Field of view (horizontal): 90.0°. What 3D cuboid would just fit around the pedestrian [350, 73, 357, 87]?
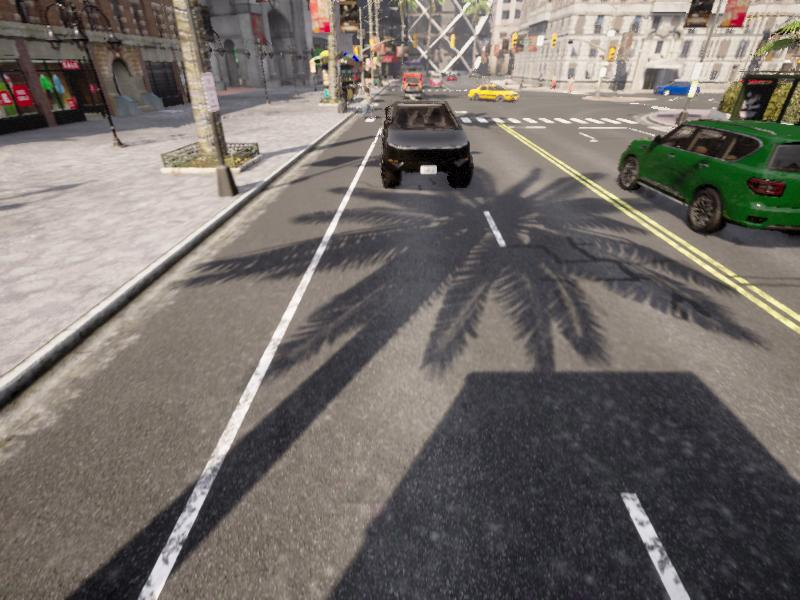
[{"bbox_3d":[-6.909,-32.707,59.516,0.751,1.860,0.751,-25,39,-36],"label":"pedestrian"}]

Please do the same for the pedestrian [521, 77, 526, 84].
[{"bbox_3d":[22.391,-39.854,72.633,0.500,1.100,0.500,1,30,1],"label":"pedestrian"}]

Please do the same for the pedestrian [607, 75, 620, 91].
[{"bbox_3d":[28.148,-28.612,52.750,0.751,1.860,0.751,-5,31,-8],"label":"pedestrian"}]

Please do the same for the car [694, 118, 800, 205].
[{"bbox_3d":[10.896,-4.113,11.470,1.851,1.617,3.988,1,30,1],"label":"car"}]

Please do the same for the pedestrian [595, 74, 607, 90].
[{"bbox_3d":[27.708,-30.005,55.121,0.751,1.860,0.751,0,30,-1],"label":"pedestrian"}]

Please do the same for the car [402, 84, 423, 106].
[{"bbox_3d":[1.157,-18.628,36.211,1.789,1.549,3.705,1,30,1],"label":"car"}]

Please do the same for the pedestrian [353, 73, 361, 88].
[{"bbox_3d":[-6.330,-32.410,59.012,0.751,1.860,0.751,-26,39,-37],"label":"pedestrian"}]

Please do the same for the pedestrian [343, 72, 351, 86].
[{"bbox_3d":[-8.591,-35.854,64.873,0.751,1.860,0.751,25,38,35],"label":"pedestrian"}]

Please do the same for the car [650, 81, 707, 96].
[{"bbox_3d":[32.876,-25.057,47.385,5.008,1.535,1.882,1,30,1],"label":"car"}]

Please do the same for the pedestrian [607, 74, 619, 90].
[{"bbox_3d":[29.784,-30.490,55.961,0.751,1.860,0.751,1,30,1],"label":"pedestrian"}]

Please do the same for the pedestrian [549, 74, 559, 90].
[{"bbox_3d":[21.414,-30.346,55.664,0.751,1.860,0.751,-4,31,-7],"label":"pedestrian"}]

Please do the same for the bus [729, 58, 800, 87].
[{"bbox_3d":[67.208,-42.122,74.011,3.944,4.253,10.273,1,30,1],"label":"bus"}]

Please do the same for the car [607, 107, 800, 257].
[{"bbox_3d":[7.324,-3.080,9.251,2.150,2.045,5.566,1,30,1],"label":"car"}]

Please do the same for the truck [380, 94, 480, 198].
[{"bbox_3d":[0.596,-5.239,12.840,2.390,2.098,6.274,-2,30,-2],"label":"truck"}]

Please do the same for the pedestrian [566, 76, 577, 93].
[{"bbox_3d":[22.104,-27.832,51.682,0.751,1.860,0.751,-1,30,-1],"label":"pedestrian"}]

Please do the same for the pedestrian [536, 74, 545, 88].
[{"bbox_3d":[21.173,-33.034,60.247,0.751,1.860,0.751,-1,30,-2],"label":"pedestrian"}]

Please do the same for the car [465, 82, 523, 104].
[{"bbox_3d":[9.009,-20.089,38.725,1.801,1.575,5.366,-23,37,-34],"label":"car"}]

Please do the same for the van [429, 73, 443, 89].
[{"bbox_3d":[5.421,-32.840,60.042,1.775,1.987,4.442,1,30,1],"label":"van"}]

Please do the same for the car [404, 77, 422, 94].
[{"bbox_3d":[1.585,-26.694,49.728,2.097,1.767,4.553,1,30,1],"label":"car"}]

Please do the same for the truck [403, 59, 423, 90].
[{"bbox_3d":[1.960,-34.572,61.156,2.891,3.827,8.468,1,30,1],"label":"truck"}]

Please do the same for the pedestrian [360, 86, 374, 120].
[{"bbox_3d":[-2.071,-12.357,25.148,0.751,1.860,0.751,0,30,-1],"label":"pedestrian"}]

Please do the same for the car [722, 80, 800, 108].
[{"bbox_3d":[31.551,-17.694,34.320,5.566,2.045,2.150,1,30,1],"label":"car"}]
